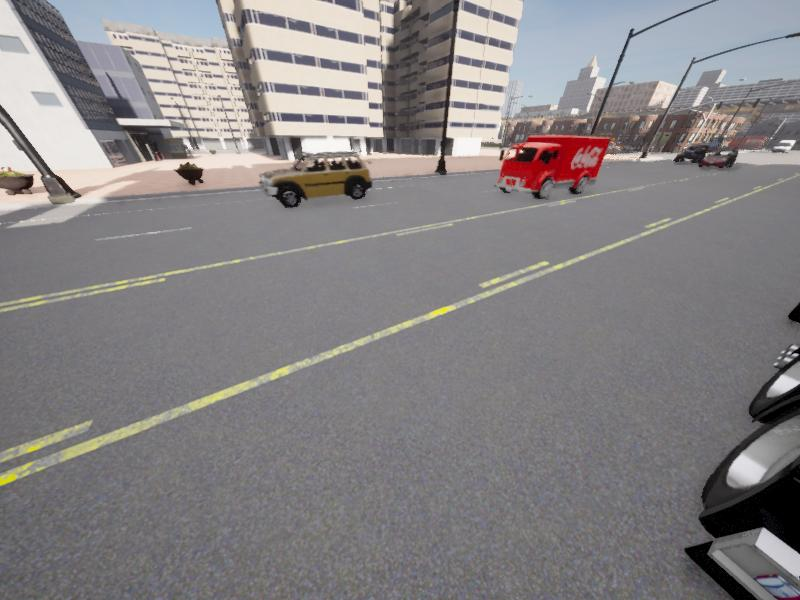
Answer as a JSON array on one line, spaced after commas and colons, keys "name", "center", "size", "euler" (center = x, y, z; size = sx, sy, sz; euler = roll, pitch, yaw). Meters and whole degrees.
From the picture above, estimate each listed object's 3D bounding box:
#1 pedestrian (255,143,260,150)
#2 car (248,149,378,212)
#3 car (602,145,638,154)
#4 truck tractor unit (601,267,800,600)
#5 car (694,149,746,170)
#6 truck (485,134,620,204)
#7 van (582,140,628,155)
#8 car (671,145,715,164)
[{"name": "pedestrian", "center": [-46.095, -49.705, 74.629], "size": [0.751, 1.860, 0.751], "euler": [-25, 42, -32]}, {"name": "car", "center": [-3.487, -5.280, 9.915], "size": [4.605, 1.855, 1.932], "euler": [-21, 40, -27]}, {"name": "car", "center": [46.328, -31.743, 48.693], "size": [2.128, 1.511, 4.902], "euler": [-18, 39, -24]}, {"name": "truck tractor unit", "center": [5.113, -0.299, 0.770], "size": [6.516, 4.208, 3.053], "euler": [-18, 39, -24]}, {"name": "car", "center": [32.313, -14.237, 23.331], "size": [3.988, 1.617, 1.851], "euler": [-17, 39, -24]}, {"name": "truck", "center": [7.279, -6.513, 11.276], "size": [5.204, 2.467, 2.627], "euler": [-18, 39, -25]}, {"name": "van", "center": [42.465, -31.952, 48.158], "size": [2.351, 2.431, 6.366], "euler": [-18, 39, -24]}, {"name": "car", "center": [36.011, -17.926, 28.413], "size": [3.866, 1.878, 1.905], "euler": [-18, 39, -24]}]
